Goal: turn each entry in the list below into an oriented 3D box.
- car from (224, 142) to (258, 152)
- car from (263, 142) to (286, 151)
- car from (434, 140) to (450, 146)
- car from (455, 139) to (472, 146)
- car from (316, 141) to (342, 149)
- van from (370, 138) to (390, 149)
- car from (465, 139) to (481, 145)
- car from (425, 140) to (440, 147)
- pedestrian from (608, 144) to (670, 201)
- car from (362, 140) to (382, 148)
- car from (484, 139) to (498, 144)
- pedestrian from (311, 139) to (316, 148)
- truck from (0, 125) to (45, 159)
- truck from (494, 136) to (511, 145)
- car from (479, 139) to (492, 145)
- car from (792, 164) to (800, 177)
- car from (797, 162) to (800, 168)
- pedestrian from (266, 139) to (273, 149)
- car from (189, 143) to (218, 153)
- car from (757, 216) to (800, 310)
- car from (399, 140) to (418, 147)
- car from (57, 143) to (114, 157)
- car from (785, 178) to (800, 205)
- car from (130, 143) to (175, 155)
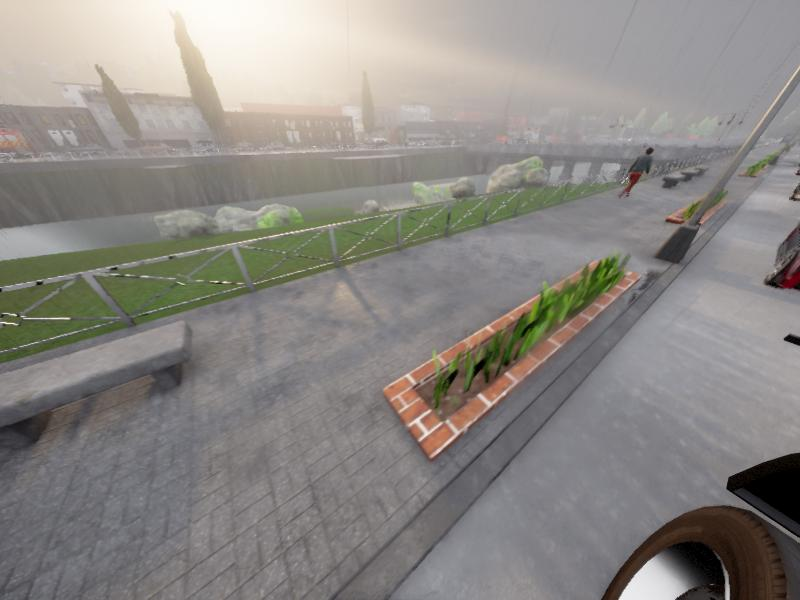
[{"bbox_3d":[-31.838,-30.768,46.354,5.238,1.638,1.930,-22,41,-28],"label":"car"},{"bbox_3d":[-26.708,-32.791,49.329,3.806,1.475,1.970,-22,41,-28],"label":"car"},{"bbox_3d":[13.036,-49.032,72.032,5.008,1.535,1.882,-22,41,-28],"label":"car"},{"bbox_3d":[19.920,-49.066,71.942,5.238,1.638,1.930,-22,41,-28],"label":"car"},{"bbox_3d":[-16.814,-36.894,54.936,5.238,1.638,1.930,-22,41,-28],"label":"car"},{"bbox_3d":[-4.845,-39.128,57.674,4.480,2.038,2.069,-22,41,-28],"label":"van"},{"bbox_3d":[24.871,-53.902,78.766,5.238,1.638,1.930,-22,41,-28],"label":"car"},{"bbox_3d":[9.235,-44.614,65.901,3.806,1.475,1.970,-22,41,-28],"label":"car"},{"bbox_3d":[9.343,-5.014,9.122,0.751,1.860,0.751,-14,37,-18],"label":"pedestrian"},{"bbox_3d":[-7.298,-40.777,60.378,4.856,1.649,2.033,-22,41,-28],"label":"car"},{"bbox_3d":[32.721,-57.049,83.293,4.892,1.490,1.837,-22,41,-28],"label":"car"},{"bbox_3d":[-21.169,-38.234,56.455,0.751,1.860,0.751,-5,36,-7],"label":"pedestrian"},{"bbox_3d":[-57.066,-21.372,31.309,8.468,3.827,2.891,-22,41,-28],"label":"truck"},{"bbox_3d":[35.880,-55.918,80.825,5.204,2.467,2.627,-22,41,-28],"label":"truck"},{"bbox_3d":[28.547,-52.539,76.902,3.988,1.617,1.851,-22,41,-28],"label":"car"},{"bbox_3d":[28.508,-9.101,15.296,4.514,1.525,2.007,-22,41,-28],"label":"car"},{"bbox_3d":[35.876,-12.083,19.518,4.193,1.474,1.816,-22,41,-28],"label":"car"},{"bbox_3d":[-30.516,-36.503,54.090,0.751,1.860,0.751,-20,40,-26],"label":"pedestrian"},{"bbox_3d":[-36.909,-28.628,43.497,3.806,1.475,1.970,-22,41,-28],"label":"car"},{"bbox_3d":[8.360,-0.825,3.836,4.181,1.385,1.994,-22,41,-28],"label":"car"},{"bbox_3d":[2.412,-44.721,65.946,4.974,1.542,2.038,-22,41,-28],"label":"car"},{"bbox_3d":[-49.295,-23.642,36.383,4.856,1.649,2.033,-22,41,-28],"label":"car"},{"bbox_3d":[18.035,-4.833,9.316,4.514,1.525,2.007,-22,41,-28],"label":"car"},{"bbox_3d":[-42.762,-26.303,40.115,5.027,1.651,2.152,-22,41,-28],"label":"car"}]
